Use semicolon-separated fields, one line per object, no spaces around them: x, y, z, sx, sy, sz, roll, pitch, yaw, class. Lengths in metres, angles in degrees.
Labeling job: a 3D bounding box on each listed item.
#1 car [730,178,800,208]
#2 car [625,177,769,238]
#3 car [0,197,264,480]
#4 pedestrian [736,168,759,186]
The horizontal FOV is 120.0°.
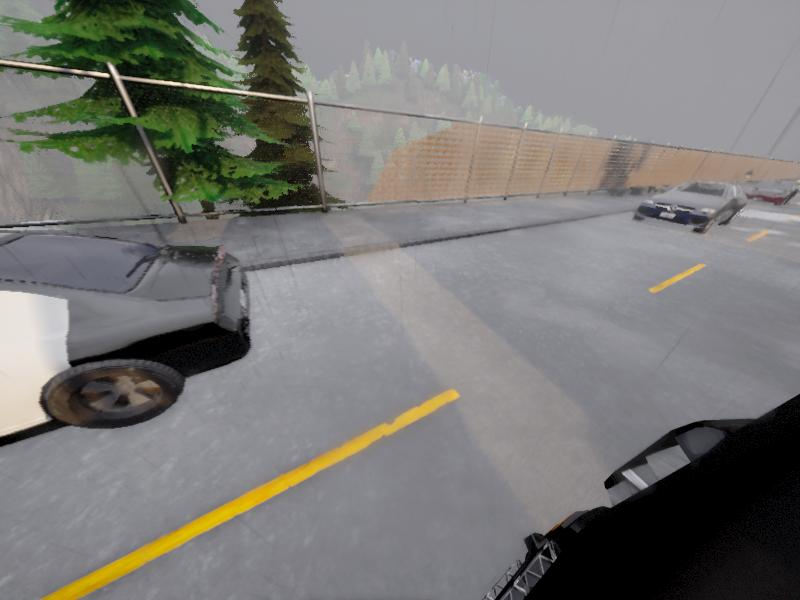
26.281;-7.653;16.359;4.792;1.488;2.163;-15;37;-25;car
12.262;-4.007;9.574;5.027;1.651;2.152;-15;37;-25;car
-4.086;0.366;1.716;4.974;1.542;2.038;-15;38;-26;car
43.799;-15.532;29.125;0.751;1.860;0.751;-15;38;-25;pedestrian
